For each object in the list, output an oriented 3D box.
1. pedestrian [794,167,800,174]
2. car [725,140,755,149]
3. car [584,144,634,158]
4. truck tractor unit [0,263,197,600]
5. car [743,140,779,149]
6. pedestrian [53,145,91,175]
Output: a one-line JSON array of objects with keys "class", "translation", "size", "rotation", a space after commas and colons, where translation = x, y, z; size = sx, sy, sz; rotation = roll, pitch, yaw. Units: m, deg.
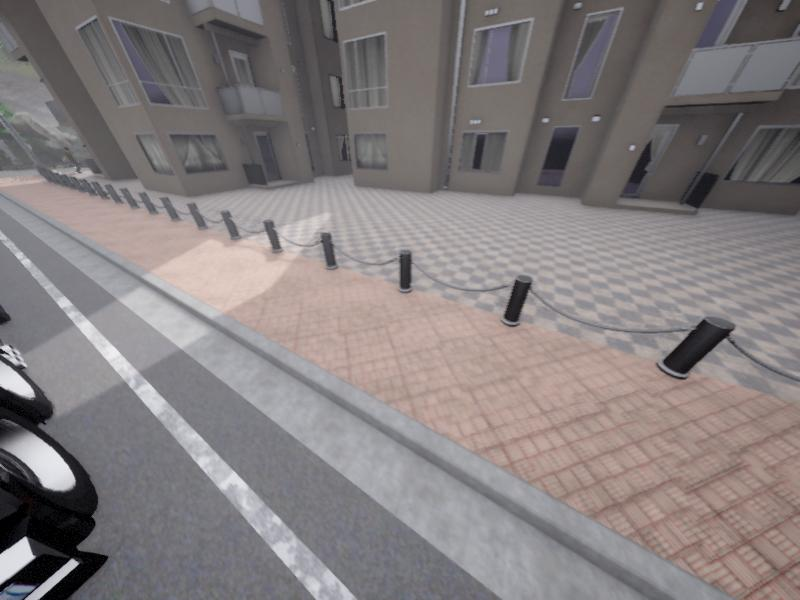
[{"class": "pedestrian", "translation": [27.937, -9.371, 15.302], "size": [0.751, 1.860, 0.751], "rotation": [12, 37, 17]}, {"class": "car", "translation": [76.994, -35.216, 52.339], "size": [2.007, 1.523, 4.514], "rotation": [17, 38, 23]}, {"class": "car", "translation": [29.819, -21.458, 33.212], "size": [5.008, 1.535, 1.882], "rotation": [17, 39, 24]}, {"class": "truck tractor unit", "translation": [-5.114, -0.299, 0.781], "size": [6.516, 4.208, 3.053], "rotation": [18, 39, 24]}, {"class": "car", "translation": [79.766, -34.396, 51.120], "size": [2.152, 1.636, 5.027], "rotation": [17, 38, 23]}, {"class": "pedestrian", "translation": [-24.918, -10.661, 17.596], "size": [0.751, 1.860, 0.751], "rotation": [17, 38, 23]}]
